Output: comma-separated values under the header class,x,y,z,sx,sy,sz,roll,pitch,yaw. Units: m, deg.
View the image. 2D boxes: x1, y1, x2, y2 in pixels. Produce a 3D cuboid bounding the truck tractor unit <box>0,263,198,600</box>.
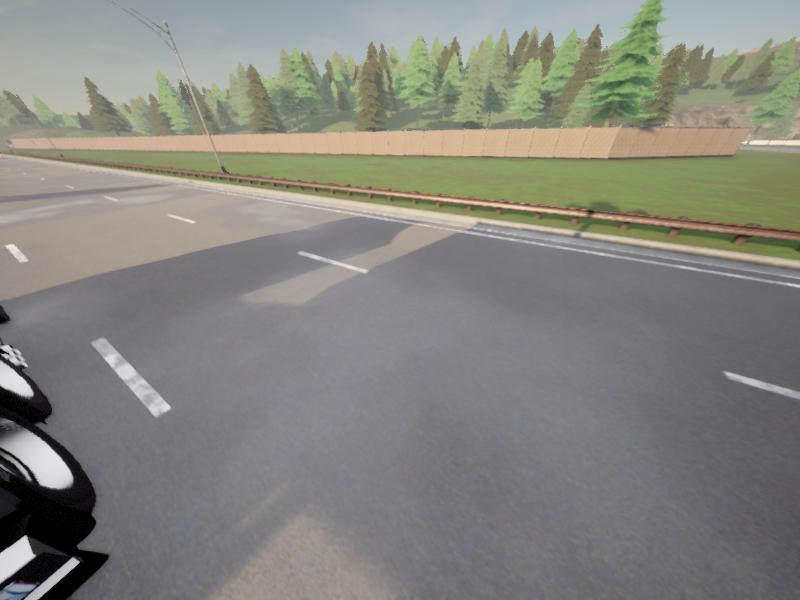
class,x,y,z,sx,sy,sz,roll,pitch,yaw
truck tractor unit,-5.117,-0.292,0.782,6.516,4.208,3.053,18,39,24
